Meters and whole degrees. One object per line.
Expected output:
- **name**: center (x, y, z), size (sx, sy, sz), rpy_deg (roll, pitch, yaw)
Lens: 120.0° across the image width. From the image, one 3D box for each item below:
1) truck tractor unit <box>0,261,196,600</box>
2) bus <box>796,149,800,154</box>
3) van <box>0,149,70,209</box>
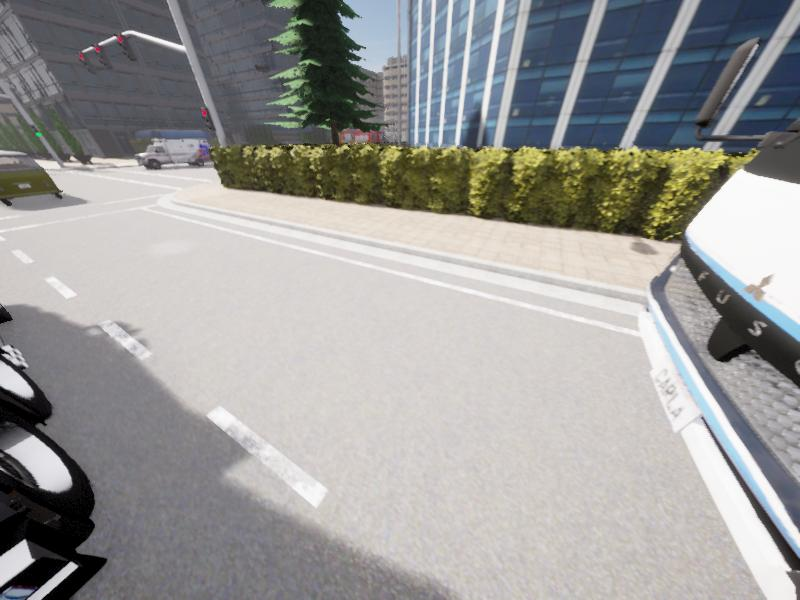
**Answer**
- **truck tractor unit**: center (-5.105, -0.307, 0.788), size (6.516, 4.208, 3.053), rpy_deg (19, 39, 24)
- **bus**: center (62.514, -21.971, 31.210), size (3.944, 4.253, 10.273), rpy_deg (17, 38, 23)
- **van**: center (-18.036, -5.699, 10.620), size (4.442, 1.987, 1.775), rpy_deg (17, 38, 23)
